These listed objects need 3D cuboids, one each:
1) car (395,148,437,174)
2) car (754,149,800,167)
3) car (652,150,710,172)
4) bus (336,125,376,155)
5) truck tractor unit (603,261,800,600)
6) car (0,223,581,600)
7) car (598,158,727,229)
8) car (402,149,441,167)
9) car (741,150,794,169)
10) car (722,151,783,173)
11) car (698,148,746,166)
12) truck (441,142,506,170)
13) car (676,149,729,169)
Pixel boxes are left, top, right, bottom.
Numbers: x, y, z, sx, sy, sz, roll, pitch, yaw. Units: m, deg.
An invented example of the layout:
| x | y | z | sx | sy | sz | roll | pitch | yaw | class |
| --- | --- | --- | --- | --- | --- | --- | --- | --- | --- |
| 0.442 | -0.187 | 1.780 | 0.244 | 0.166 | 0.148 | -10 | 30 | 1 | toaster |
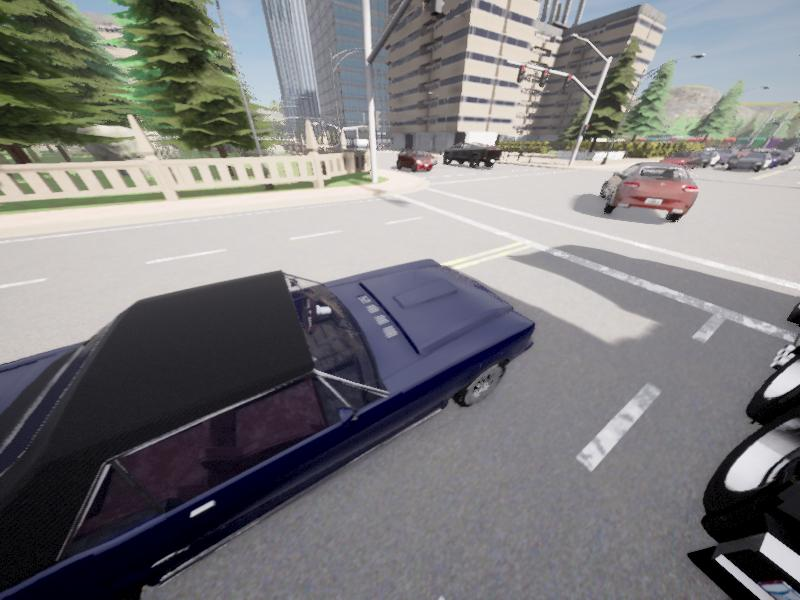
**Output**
| x | y | z | sx | sy | sz | roll | pitch | yaw | class |
| --- | --- | --- | --- | --- | --- | --- | --- | --- | --- |
| 1.278 | -12.293 | 20.314 | 1.851 | 1.617 | 3.988 | -17 | 38 | -23 | car |
| 44.526 | -16.756 | 27.167 | 4.902 | 1.511 | 2.128 | -18 | 39 | -25 | car |
| 26.720 | -13.273 | 21.998 | 4.514 | 1.525 | 2.007 | -17 | 38 | -23 | car |
| -8.745 | -31.157 | 45.075 | 3.944 | 4.253 | 10.273 | -18 | 39 | -24 | bus |
| 5.106 | -0.305 | 0.793 | 6.516 | 4.208 | 3.053 | -18 | 39 | -24 | truck tractor unit |
| -0.952 | 0.559 | 2.065 | 4.718 | 1.301 | 1.895 | -18 | 39 | -25 | car |
| 9.626 | -4.483 | 9.120 | 2.152 | 1.651 | 5.027 | 21 | 40 | 27 | car |
| 2.185 | -15.378 | 24.905 | 1.812 | 1.442 | 4.674 | -18 | 39 | -24 | car |
| 39.019 | -14.956 | 24.517 | 4.514 | 1.525 | 2.007 | -18 | 39 | -25 | car |
| 32.981 | -12.978 | 21.618 | 4.974 | 1.542 | 2.038 | -18 | 39 | -25 | car |
| 38.157 | -17.024 | 27.399 | 4.856 | 1.649 | 2.033 | -18 | 39 | -24 | car |
| 7.126 | -14.810 | 23.553 | 2.390 | 2.098 | 6.274 | -17 | 38 | -24 | truck |
| 32.142 | -15.012 | 24.540 | 4.974 | 1.542 | 2.038 | -18 | 39 | -25 | car |
